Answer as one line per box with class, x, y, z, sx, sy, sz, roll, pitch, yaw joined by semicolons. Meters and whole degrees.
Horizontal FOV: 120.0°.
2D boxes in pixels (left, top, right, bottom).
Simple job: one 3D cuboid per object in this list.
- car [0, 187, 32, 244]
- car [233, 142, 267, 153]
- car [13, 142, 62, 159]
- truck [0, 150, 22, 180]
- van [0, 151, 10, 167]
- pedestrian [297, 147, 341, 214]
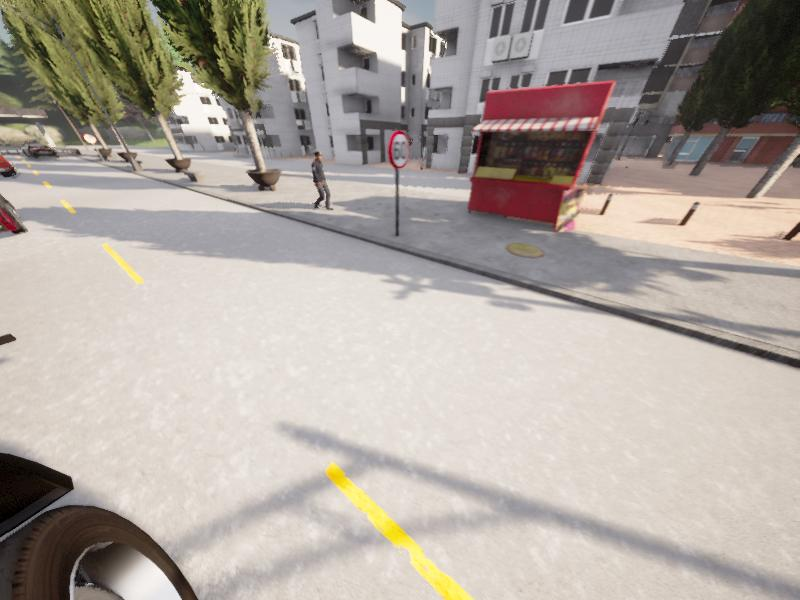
car;-12.110;-2.439;6.081;4.181;1.385;1.994;22;41;28
car;-27.637;-28.246;42.741;4.974;1.542;2.038;-15;38;-20
car;-44.255;-18.318;28.195;4.974;1.542;2.038;18;39;23
truck;-26.710;-8.911;14.209;5.204;2.467;2.627;22;40;29
van;-36.909;-13.200;20.127;5.915;2.561;1.988;23;41;29
pedestrian;-2.622;-3.960;7.665;0.751;1.860;0.751;15;38;20
